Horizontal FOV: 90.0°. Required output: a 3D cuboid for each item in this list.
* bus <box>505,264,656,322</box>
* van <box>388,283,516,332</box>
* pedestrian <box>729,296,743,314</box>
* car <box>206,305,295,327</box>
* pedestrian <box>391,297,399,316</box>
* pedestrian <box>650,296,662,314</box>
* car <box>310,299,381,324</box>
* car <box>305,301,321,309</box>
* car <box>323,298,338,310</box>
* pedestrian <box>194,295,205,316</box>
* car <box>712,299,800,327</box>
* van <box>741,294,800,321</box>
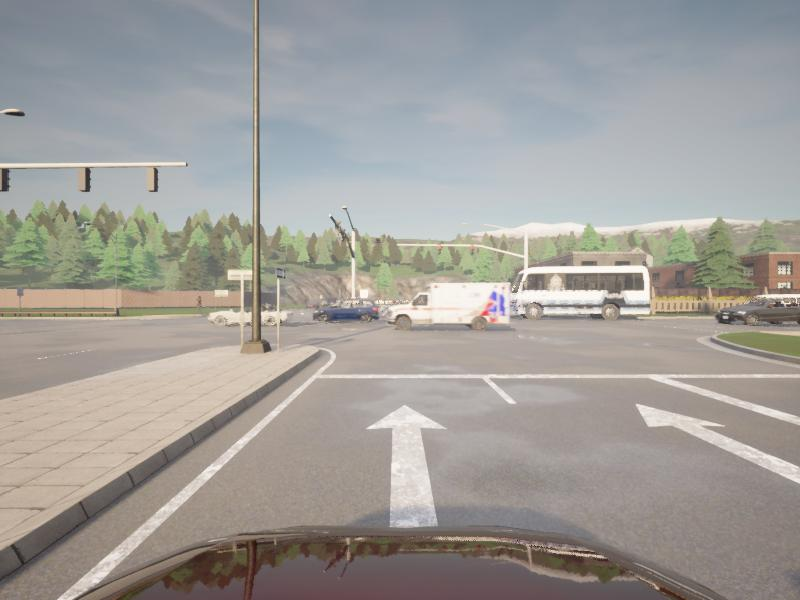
[{"bbox_3d":[13.968,-0.534,31.939,10.273,4.253,3.944,0,0,6],"label":"bus"},{"bbox_3d":[2.562,0.378,20.930,6.366,2.431,2.351,0,0,-1],"label":"van"},{"bbox_3d":[35.010,0.485,41.694,0.751,1.860,0.751,0,0,-1],"label":"pedestrian"},{"bbox_3d":[-8.981,0.944,24.287,4.718,1.301,1.895,0,0,-1],"label":"car"},{"bbox_3d":[-0.528,0.642,39.698,0.751,1.860,0.751,0,0,3],"label":"pedestrian"},{"bbox_3d":[26.734,0.485,41.794,0.751,1.860,0.751,0,0,0],"label":"pedestrian"},{"bbox_3d":[-3.686,0.756,27.850,4.611,1.667,2.242,0,0,-1],"label":"car"},{"bbox_3d":[-15.132,0.868,69.867,1.812,1.442,4.674,0,0,0],"label":"car"},{"bbox_3d":[-11.629,0.650,67.500,1.905,1.878,3.866,0,0,0],"label":"car"},{"bbox_3d":[-18.433,0.485,36.867,0.751,1.860,0.751,0,0,-13],"label":"pedestrian"},{"bbox_3d":[22.563,0.780,24.670,5.027,1.651,2.152,0,0,-1],"label":"car"},{"bbox_3d":[30.214,0.571,31.764,4.480,2.038,2.069,0,0,-1],"label":"van"}]
